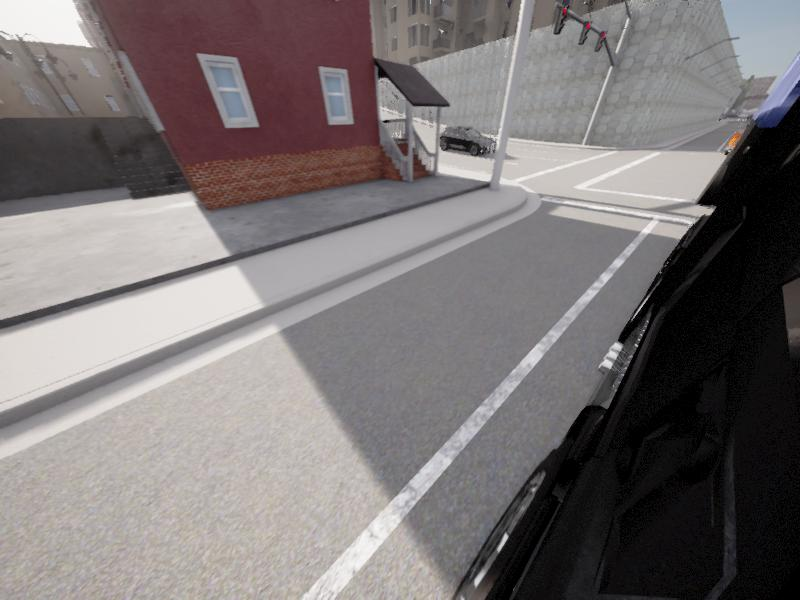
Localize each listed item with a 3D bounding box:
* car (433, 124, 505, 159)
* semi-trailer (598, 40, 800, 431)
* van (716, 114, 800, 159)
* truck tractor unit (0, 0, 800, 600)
[{"bbox_3d":[5.061,-12.265,17.711,2.033,1.649,4.856,-28,48,-30],"label":"car"},{"bbox_3d":[8.693,-3.598,4.249,14.254,4.402,2.717,-28,44,-30],"label":"semi-trailer"},{"bbox_3d":[22.091,-10.074,14.145,4.442,1.987,1.775,-22,41,-24],"label":"van"},{"bbox_3d":[2.645,-0.295,0.351,6.516,4.208,3.053,-28,44,-30],"label":"truck tractor unit"}]
